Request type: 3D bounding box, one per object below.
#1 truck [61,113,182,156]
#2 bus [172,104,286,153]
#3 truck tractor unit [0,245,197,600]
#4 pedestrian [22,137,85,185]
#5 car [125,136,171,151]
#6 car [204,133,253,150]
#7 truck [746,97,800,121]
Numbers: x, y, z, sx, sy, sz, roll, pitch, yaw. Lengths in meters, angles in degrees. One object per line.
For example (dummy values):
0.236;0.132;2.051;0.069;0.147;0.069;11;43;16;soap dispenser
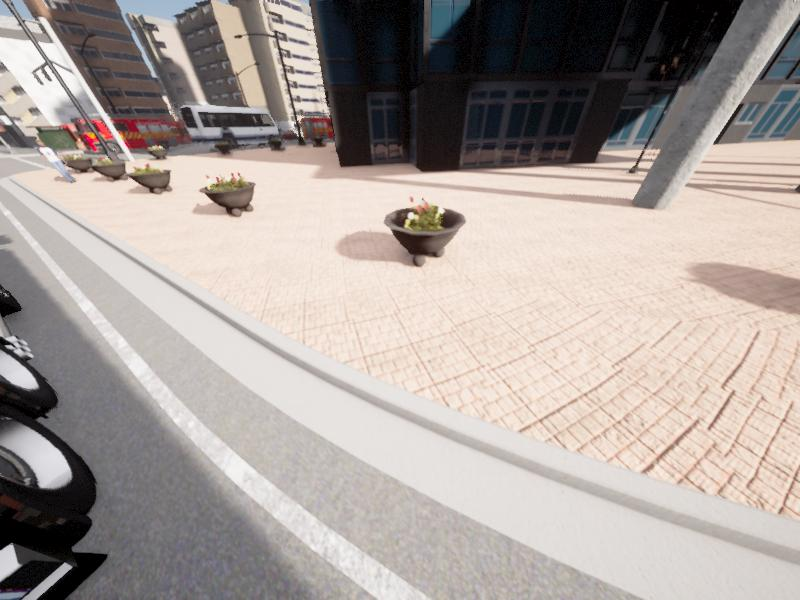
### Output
-33.915;-20.776;28.882;2.891;3.827;8.468;19;42;25;truck
-20.956;-21.944;29.626;3.944;4.253;10.273;19;42;25;bus
-5.103;-0.311;0.762;6.516;4.208;3.053;20;43;25;truck tractor unit
-16.342;-6.584;10.972;0.751;1.860;0.751;29;47;34;pedestrian
-35.563;-22.217;32.761;1.970;1.475;3.806;19;42;25;car
-23.624;-22.126;32.120;2.033;1.649;4.856;19;42;25;car
83.034;-42.535;51.605;2.891;3.827;8.468;21;43;26;truck
